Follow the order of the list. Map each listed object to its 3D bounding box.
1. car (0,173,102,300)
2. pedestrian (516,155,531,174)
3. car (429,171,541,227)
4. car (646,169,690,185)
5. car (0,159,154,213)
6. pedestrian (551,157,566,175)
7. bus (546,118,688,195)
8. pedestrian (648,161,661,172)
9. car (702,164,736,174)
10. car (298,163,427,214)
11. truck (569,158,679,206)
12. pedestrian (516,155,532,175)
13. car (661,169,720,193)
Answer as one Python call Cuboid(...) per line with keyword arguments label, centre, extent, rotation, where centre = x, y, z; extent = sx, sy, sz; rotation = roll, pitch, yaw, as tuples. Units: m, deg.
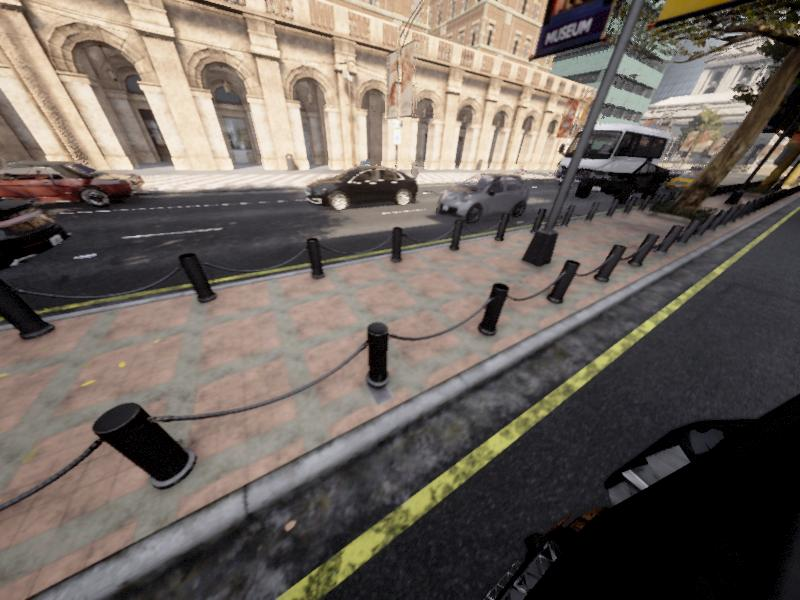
Cuboid(label="car", centre=(-8.284, -0.666, 2.977), extent=(4.902, 1.511, 2.128), rotation=(-16, 38, -26))
Cuboid(label="pedestrian", centre=(14.432, -15.897, 27.072), extent=(0.751, 1.860, 0.751), rotation=(-9, 35, -17))
Cuboid(label="car", centre=(3.216, -4.020, 8.901), extent=(3.633, 1.501, 1.845), rotation=(-16, 38, -26))
Cuboid(label="car", centre=(30.964, -14.234, 26.653), extent=(4.718, 1.301, 1.895), rotation=(-16, 38, -26))
Cuboid(label="car", centre=(-11.937, -3.846, 7.687), extent=(4.718, 1.301, 1.895), rotation=(-16, 38, -26))
Cuboid(label="pedestrian", centre=(19.193, -16.265, 27.991), extent=(0.751, 1.860, 0.751), rotation=(-18, 39, -28))
Cuboid(label="bus", centre=(17.470, -11.434, 18.717), extent=(10.273, 4.253, 3.944), rotation=(-16, 38, -27))
Cuboid(label="pedestrian", centre=(49.107, -25.696, 44.513), extent=(0.751, 1.860, 0.751), rotation=(-13, 37, -22))
Cuboid(label="car", centre=(81.929, -33.658, 59.344), extent=(1.932, 1.855, 4.605), rotation=(-16, 38, -26))
Cuboid(label="car", centre=(-1.466, -4.885, 9.884), extent=(4.892, 1.490, 1.837), rotation=(-16, 38, -26))
Cuboid(label="truck", centre=(13.715, -7.306, 14.148), extent=(6.274, 2.098, 2.390), rotation=(-16, 38, -26))
Cuboid(label="pedestrian", centre=(13.565, -14.796, 25.343), extent=(0.751, 1.860, 0.751), rotation=(-16, 38, -26))
Cuboid(label="car", centre=(25.864, -10.625, 20.558), extent=(5.366, 1.575, 1.801), rotation=(-16, 38, -26))
